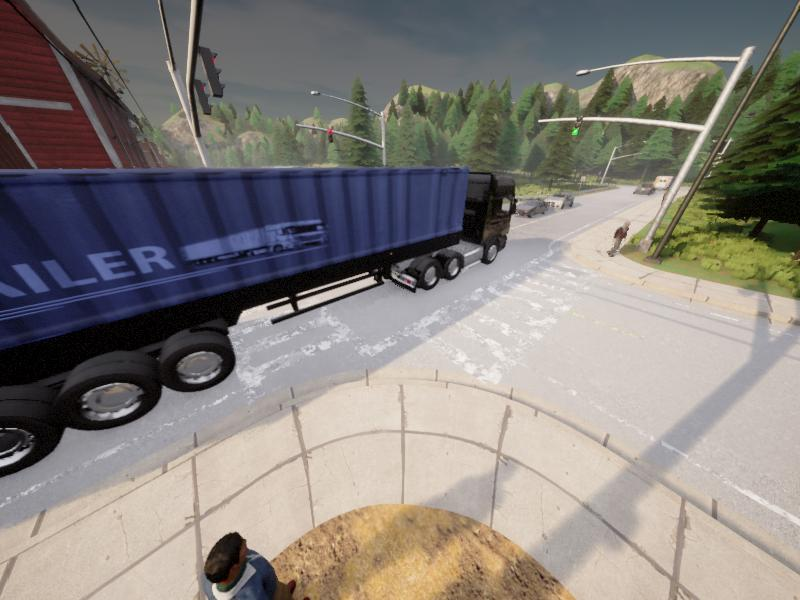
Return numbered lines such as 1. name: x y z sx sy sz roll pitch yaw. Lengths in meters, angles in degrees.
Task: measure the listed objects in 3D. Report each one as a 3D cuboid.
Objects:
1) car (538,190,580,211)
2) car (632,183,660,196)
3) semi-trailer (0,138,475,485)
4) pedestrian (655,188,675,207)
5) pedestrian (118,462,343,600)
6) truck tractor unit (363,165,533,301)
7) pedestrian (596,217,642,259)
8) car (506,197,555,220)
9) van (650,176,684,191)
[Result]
1. car: 18.289 -11.520 26.578 4.611 1.667 2.242 -23 37 -34
2. car: 42.511 -19.219 39.913 4.611 1.667 2.242 -22 36 -33
3. semi-trailer: -3.843 -0.940 5.505 14.254 4.402 2.717 -23 37 -34
4. pedestrian: 30.377 -11.782 26.488 0.751 1.860 0.751 -21 36 -32
5. pedestrian: -1.134 2.401 1.930 0.751 1.860 0.751 16 34 26
6. truck tractor unit: 2.172 -3.403 10.031 6.516 4.208 3.053 -23 37 -34
7. pedestrian: 10.735 -3.045 11.379 0.751 1.860 0.751 -4 30 -8
8. car: 12.880 -9.094 22.653 5.357 1.411 2.033 -23 37 -34
9. van: 54.693 -23.923 47.303 6.366 2.431 2.351 -16 33 -25
